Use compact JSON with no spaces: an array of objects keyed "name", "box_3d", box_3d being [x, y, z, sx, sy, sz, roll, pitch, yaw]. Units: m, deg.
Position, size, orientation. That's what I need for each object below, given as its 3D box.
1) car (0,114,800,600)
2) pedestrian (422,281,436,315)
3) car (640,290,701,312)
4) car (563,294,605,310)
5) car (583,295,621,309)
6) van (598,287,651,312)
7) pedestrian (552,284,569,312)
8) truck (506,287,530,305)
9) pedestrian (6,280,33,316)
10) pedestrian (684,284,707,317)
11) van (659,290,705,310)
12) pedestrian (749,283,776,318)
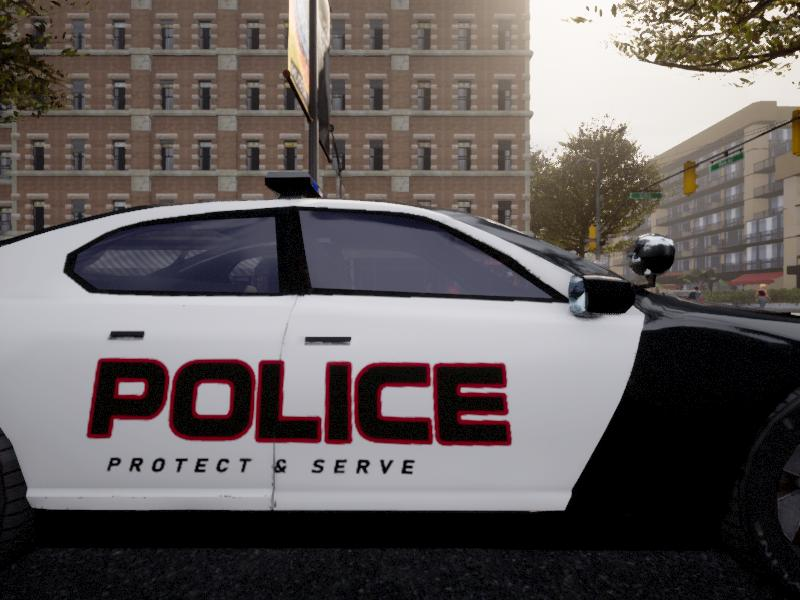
[{"name":"car","box_3d":[-0.057,0.226,2.190,4.974,1.542,2.038,0,0,0]},{"name":"pedestrian","box_3d":[1.575,-0.115,21.895,0.751,1.860,0.751,0,0,2]},{"name":"car","box_3d":[23.006,0.094,34.242,2.097,1.767,4.553,0,0,0]},{"name":"car","box_3d":[19.464,0.180,42.639,2.152,1.651,5.027,0,0,0]},{"name":"car","box_3d":[22.946,0.244,45.683,1.837,1.490,4.892,0,0,0]},{"name":"van","box_3d":[19.501,-0.029,35.025,2.069,2.038,4.480,0,0,0]},{"name":"pedestrian","box_3d":[10.987,-0.115,27.380,0.751,1.860,0.751,0,0,-9]},{"name":"truck","box_3d":[26.220,-0.925,89.240,2.891,3.827,8.468,0,0,0]},{"name":"pedestrian","box_3d":[-19.967,-0.115,21.022,0.751,1.860,0.751,0,0,16]},{"name":"pedestrian","box_3d":[16.798,0.037,22.770,0.751,1.860,0.751,0,0,4]},{"name":"van","box_3d":[29.962,-0.002,42.686,1.775,1.987,4.442,0,0,0]},{"name":"pedestrian","box_3d":[19.426,0.037,21.462,0.751,1.860,0.751,0,0,0]}]
